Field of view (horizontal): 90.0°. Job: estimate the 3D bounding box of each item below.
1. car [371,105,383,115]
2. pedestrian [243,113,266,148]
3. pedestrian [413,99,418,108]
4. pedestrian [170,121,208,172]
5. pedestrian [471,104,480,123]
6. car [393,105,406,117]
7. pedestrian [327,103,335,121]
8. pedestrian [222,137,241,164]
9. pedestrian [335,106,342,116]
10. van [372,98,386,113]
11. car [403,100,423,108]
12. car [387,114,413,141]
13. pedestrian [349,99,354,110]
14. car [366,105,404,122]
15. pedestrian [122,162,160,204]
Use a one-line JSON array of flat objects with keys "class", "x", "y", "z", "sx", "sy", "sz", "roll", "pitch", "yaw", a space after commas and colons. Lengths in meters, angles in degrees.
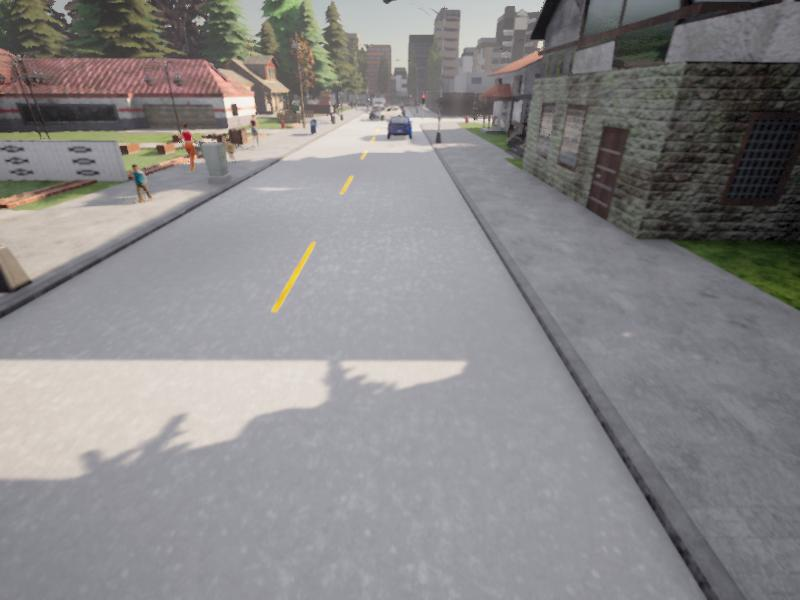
[{"class": "car", "x": -4.050, "y": -33.450, "z": 70.307, "sx": 1.970, "sy": 1.475, "sz": 3.806, "roll": 0, "pitch": 27, "yaw": 0}, {"class": "pedestrian", "x": -8.525, "y": -9.955, "z": 23.496, "sx": 0.751, "sy": 1.860, "sz": 0.751, "roll": 1, "pitch": 27, "yaw": 1}, {"class": "pedestrian", "x": 3.524, "y": -44.778, "z": 91.006, "sx": 0.751, "sy": 1.860, "sz": 0.751, "roll": -13, "pitch": 30, "yaw": -24}, {"class": "pedestrian", "x": -8.545, "y": -6.212, "z": 16.248, "sx": 0.751, "sy": 1.860, "sz": 0.751, "roll": 0, "pitch": 27, "yaw": -1}, {"class": "pedestrian", "x": 8.389, "y": -20.784, "z": 44.618, "sx": 0.751, "sy": 1.860, "sz": 0.751, "roll": 1, "pitch": 27, "yaw": 1}, {"class": "car", "x": -0.046, "y": -28.714, "z": 60.633, "sx": 1.845, "sy": 1.501, "sz": 3.633, "roll": 0, "pitch": 27, "yaw": 0}, {"class": "pedestrian", "x": -8.037, "y": -21.952, "z": 46.736, "sx": 0.751, "sy": 1.860, "sz": 0.751, "roll": -7, "pitch": 28, "yaw": -14}, {"class": "pedestrian", "x": -7.718, "y": -6.862, "z": 18.341, "sx": 0.500, "sy": 1.100, "sz": 0.500, "roll": -1, "pitch": 27, "yaw": -3}, {"class": "pedestrian", "x": -8.605, "y": -26.503, "z": 56.155, "sx": 0.751, "sy": 1.300, "sz": 0.751, "roll": 0, "pitch": 27, "yaw": 0}, {"class": "van", "x": -4.056, "y": -37.828, "z": 77.648, "sx": 2.351, "sy": 2.431, "sz": 6.366, "roll": 0, "pitch": 27, "yaw": 0}, {"class": "car", "x": 3.152, "y": -49.071, "z": 100.098, "sx": 4.605, "sy": 1.855, "sz": 1.932, "roll": -9, "pitch": 29, "yaw": -17}, {"class": "car", "x": -0.017, "y": -13.380, "z": 30.835, "sx": 1.882, "sy": 1.535, "sz": 5.008, "roll": 0, "pitch": 27, "yaw": 0}, {"class": "pedestrian", "x": -9.178, "y": -37.092, "z": 76.047, "sx": 0.751, "sy": 1.860, "sz": 0.751, "roll": 1, "pitch": 27, "yaw": 2}, {"class": "car", "x": -1.836, "y": -23.463, "z": 50.201, "sx": 2.242, "sy": 1.667, "sz": 4.611, "roll": 23, "pitch": 35, "yaw": 37}, {"class": "pedestrian", "x": -7.549, "y": -3.432, "z": 11.701, "sx": 0.500, "sy": 1.100, "sz": 0.500, "roll": 0, "pitch": 27, "yaw": -1}]
